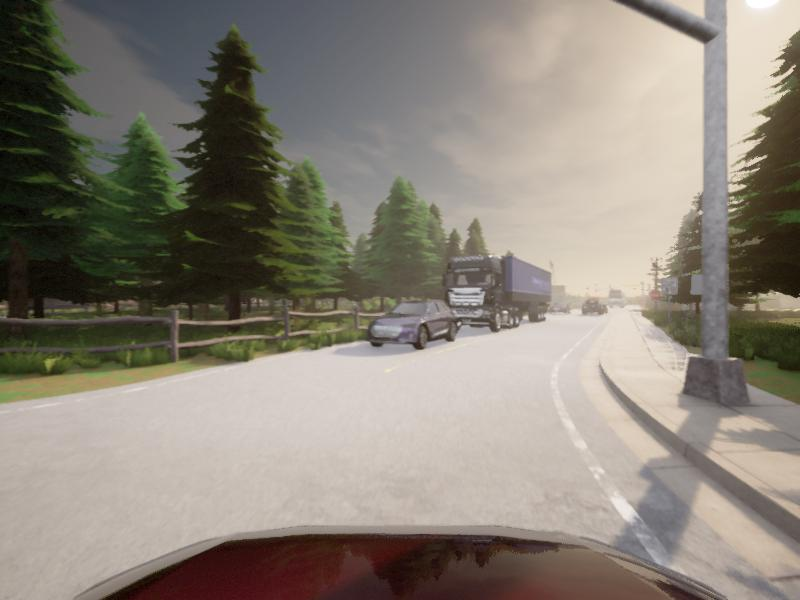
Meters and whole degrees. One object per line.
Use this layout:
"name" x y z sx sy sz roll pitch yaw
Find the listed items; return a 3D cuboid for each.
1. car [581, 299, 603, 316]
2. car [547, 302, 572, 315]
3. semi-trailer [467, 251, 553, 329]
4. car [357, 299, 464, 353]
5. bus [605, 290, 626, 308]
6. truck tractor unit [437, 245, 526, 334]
"car" 22.250 0.778 46.243 1.932 1.855 4.605 0 0 30
"car" 19.122 0.951 47.872 2.128 1.511 4.902 0 0 30
"semi-trailer" 8.658 -0.556 29.336 2.717 4.402 14.254 0 0 29
"car" 0.624 0.791 14.719 2.033 1.649 4.856 0 0 27
"bus" 52.757 -0.236 97.704 3.944 4.253 10.273 0 0 31
"truck tractor unit" 4.806 -0.477 22.424 3.053 4.208 6.516 0 0 29
